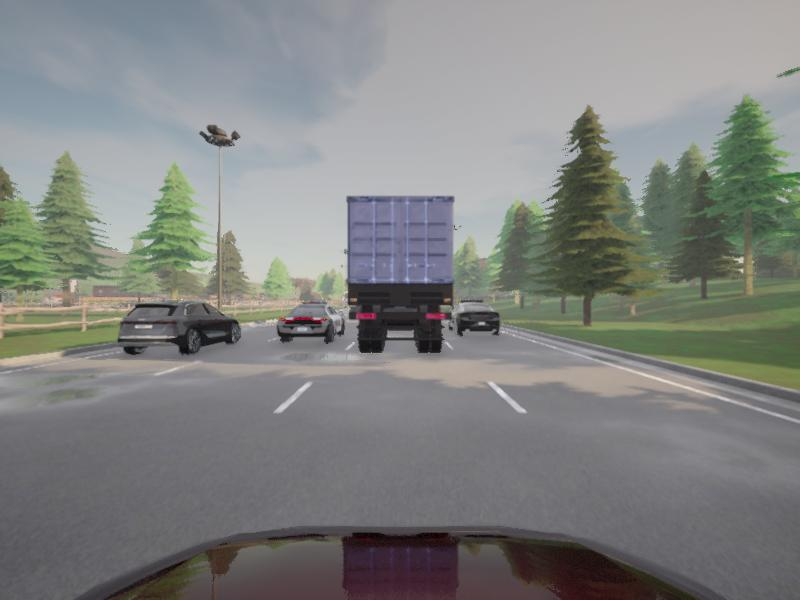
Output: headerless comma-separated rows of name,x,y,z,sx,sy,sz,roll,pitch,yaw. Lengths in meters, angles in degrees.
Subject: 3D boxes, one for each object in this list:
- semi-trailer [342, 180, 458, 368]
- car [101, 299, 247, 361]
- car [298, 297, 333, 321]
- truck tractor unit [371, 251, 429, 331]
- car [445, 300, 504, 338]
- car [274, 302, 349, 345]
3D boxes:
semi-trailer,0.008,-0.587,16.487,2.717,4.402,14.254,0,0,0
car,-6.996,0.804,13.161,2.033,1.649,4.856,0,0,0
car,-6.989,0.721,33.518,1.932,1.855,4.605,0,0,0
truck tractor unit,0.014,-0.476,24.406,3.053,4.208,6.516,0,0,0
car,3.507,0.811,19.748,1.930,1.638,5.238,0,0,0
car,-3.495,0.860,16.769,2.038,1.542,4.974,0,0,0
